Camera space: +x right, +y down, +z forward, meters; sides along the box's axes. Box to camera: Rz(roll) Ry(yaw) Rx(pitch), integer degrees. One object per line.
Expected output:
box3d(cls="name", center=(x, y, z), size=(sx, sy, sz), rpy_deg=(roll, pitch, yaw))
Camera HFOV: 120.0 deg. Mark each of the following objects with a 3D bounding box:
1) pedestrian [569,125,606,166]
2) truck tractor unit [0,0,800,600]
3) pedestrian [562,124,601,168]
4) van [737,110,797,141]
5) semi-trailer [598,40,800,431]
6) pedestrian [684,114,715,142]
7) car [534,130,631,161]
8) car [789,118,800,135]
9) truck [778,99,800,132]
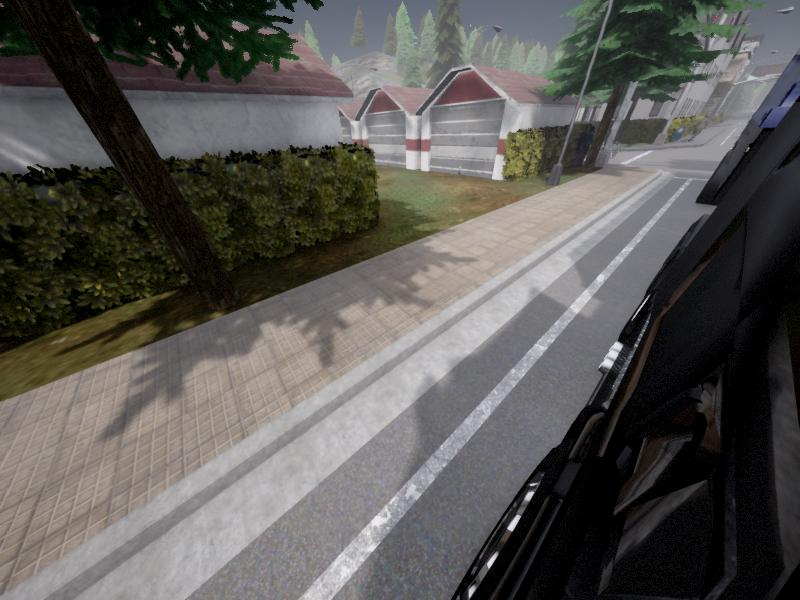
box3d(cls="pedestrian", center=(10.648, -8.785, 13.181), size=(0.751, 1.860, 0.751), rpy_deg=(-20, 40, -22))
box3d(cls="truck tractor unit", center=(2.645, -0.295, 0.351), size=(6.516, 4.208, 3.053), rpy_deg=(-28, 44, -30))
box3d(cls="pedestrian", center=(9.716, -8.271, 12.444), size=(0.751, 1.860, 0.751), rpy_deg=(-7, 37, -5))
box3d(cls="van", center=(33.781, -16.181, 21.416), size=(4.480, 2.038, 2.069), rpy_deg=(-31, 45, -30))
box3d(cls="semi-trailer", center=(8.677, -3.622, 4.246), size=(14.254, 4.402, 2.717), rpy_deg=(-28, 44, -30))
box3d(cls="pedestrian", center=(25.761, -14.780, 19.920), size=(0.751, 1.860, 0.751), rpy_deg=(-23, 41, -25))
box3d(cls="car", center=(13.339, -11.580, 17.240), size=(2.152, 1.651, 5.027), rpy_deg=(-30, 44, -31))
box3d(cls="car", center=(43.332, -18.347, 24.149), size=(4.974, 1.542, 2.038), rpy_deg=(-28, 44, -30))
box3d(cls="truck", center=(50.092, -22.921, 27.920), size=(8.468, 3.827, 2.891), rpy_deg=(-28, 44, -30))
